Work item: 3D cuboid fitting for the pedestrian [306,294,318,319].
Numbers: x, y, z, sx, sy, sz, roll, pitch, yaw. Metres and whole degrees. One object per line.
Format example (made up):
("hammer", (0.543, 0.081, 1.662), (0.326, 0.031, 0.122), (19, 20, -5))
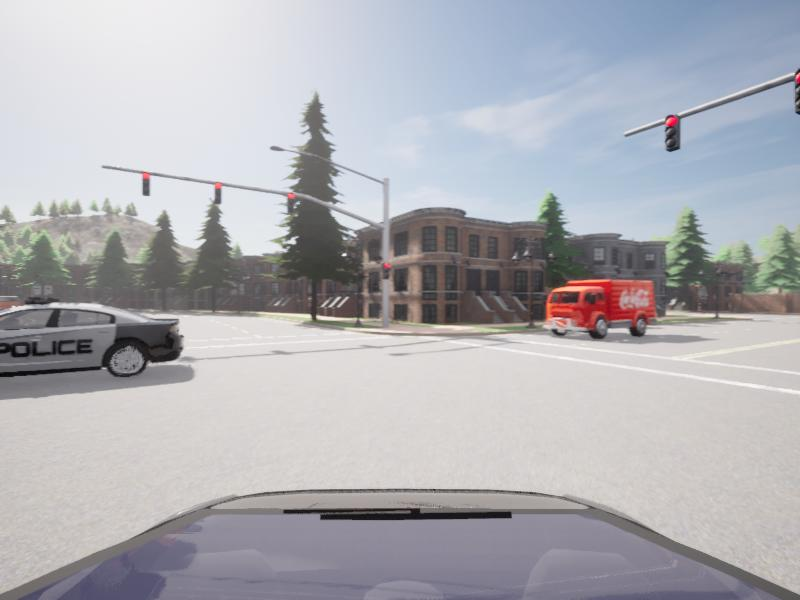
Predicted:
("pedestrian", (-6.803, 0.478, 30.902), (0.751, 1.860, 0.751), (0, 0, -32))

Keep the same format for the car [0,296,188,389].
("car", (-7.284, 0.754, 8.025), (5.238, 1.638, 1.930), (0, 0, -31))

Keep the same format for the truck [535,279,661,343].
("truck", (8.876, 0.366, 17.866), (5.204, 2.467, 2.627), (-1, 1, -31))

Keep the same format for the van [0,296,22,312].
("van", (-49.828, 0.478, 49.659), (4.442, 1.987, 1.775), (0, 0, 7))
